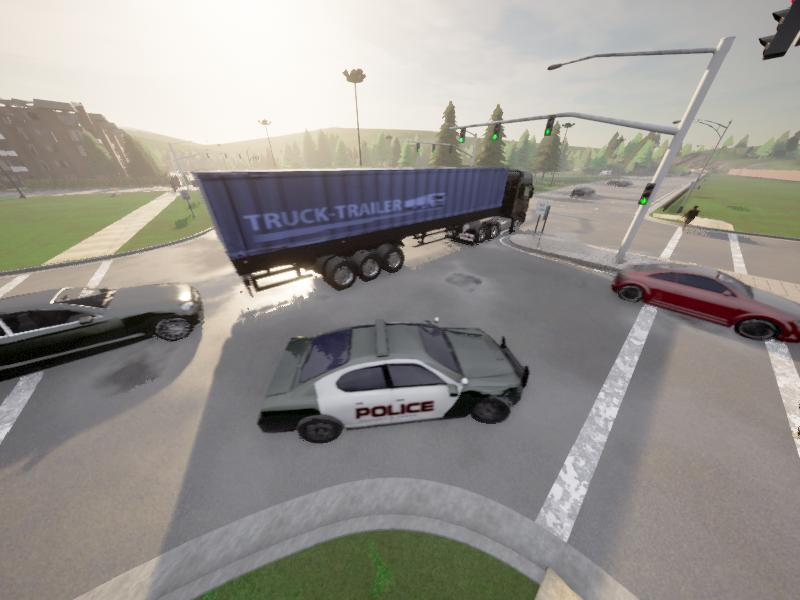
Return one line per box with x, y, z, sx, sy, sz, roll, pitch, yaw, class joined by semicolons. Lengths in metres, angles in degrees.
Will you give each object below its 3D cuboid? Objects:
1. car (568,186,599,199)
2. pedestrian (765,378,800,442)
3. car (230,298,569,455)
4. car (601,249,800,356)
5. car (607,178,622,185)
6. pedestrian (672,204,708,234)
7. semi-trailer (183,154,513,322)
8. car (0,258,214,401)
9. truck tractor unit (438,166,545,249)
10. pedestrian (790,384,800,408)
29.021;-17.085;36.467;4.892;1.490;1.837;-18;34;-28;car
7.356;1.593;3.779;0.751;1.860;0.751;-20;35;-30;pedestrian
0.063;1.274;4.624;4.974;1.542;2.038;-3;31;-6;car
9.671;-0.283;7.488;1.994;1.385;4.181;-23;37;-34;car
57.046;-31.446;61.386;4.674;1.442;1.812;-23;37;-34;car
20.808;-5.844;16.610;0.751;1.860;0.751;16;34;26;pedestrian
-0.022;-4.028;10.924;14.254;4.402;2.717;-23;37;-34;semi-trailer
-8.112;0.600;5.705;5.027;1.651;2.152;-23;37;-34;car
6.020;-6.500;15.398;6.516;4.208;3.053;-23;37;-34;truck tractor unit
8.274;1.663;4.337;0.500;1.100;0.500;-23;37;-34;pedestrian
